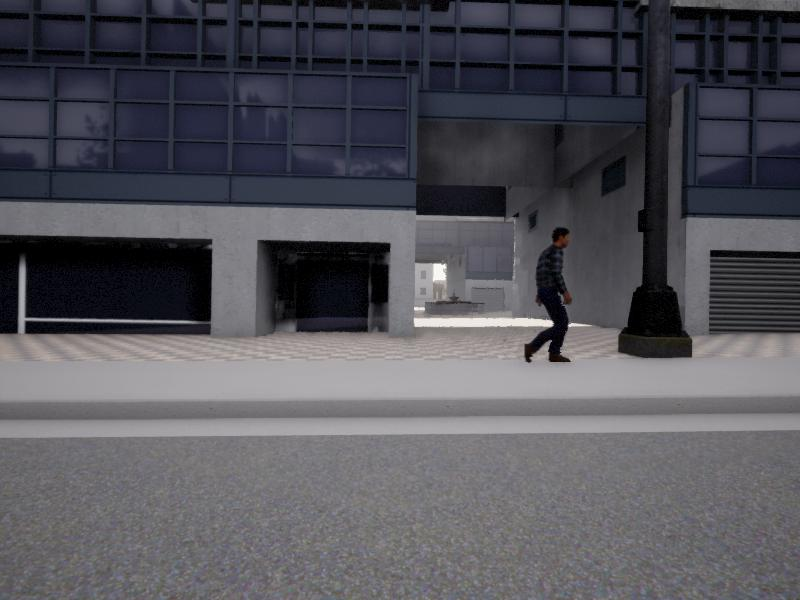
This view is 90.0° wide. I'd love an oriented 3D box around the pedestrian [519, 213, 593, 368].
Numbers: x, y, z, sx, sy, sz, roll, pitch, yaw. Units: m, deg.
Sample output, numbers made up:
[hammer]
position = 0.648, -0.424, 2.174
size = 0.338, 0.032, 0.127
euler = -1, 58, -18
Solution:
[pedestrian]
position = 1.998, -0.116, 5.225
size = 0.751, 1.860, 0.751
euler = 1, 0, 11
